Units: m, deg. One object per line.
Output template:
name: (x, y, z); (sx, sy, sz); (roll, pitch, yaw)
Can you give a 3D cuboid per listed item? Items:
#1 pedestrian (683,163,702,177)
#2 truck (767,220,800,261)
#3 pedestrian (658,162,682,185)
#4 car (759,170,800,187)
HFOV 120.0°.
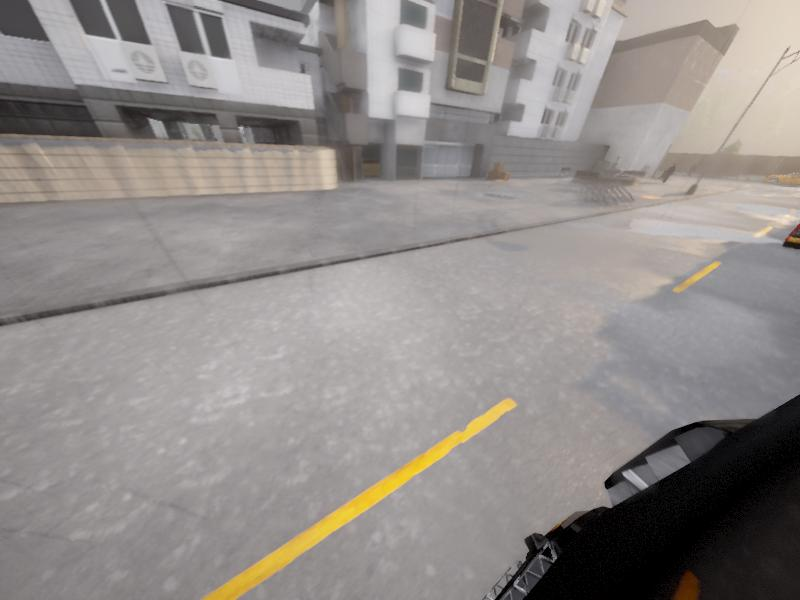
pedestrian: (44.090, -19.566, 34.817); (0.751, 1.860, 0.751); (-9, 35, -16)
truck: (15.169, -3.271, 6.498); (8.468, 3.827, 2.891); (-16, 38, -26)
pedestrian: (26.359, -12.386, 22.584); (0.751, 1.860, 0.751); (-24, 42, -34)
car: (49.973, -15.180, 28.968); (1.882, 1.535, 5.008); (-16, 38, -26)
